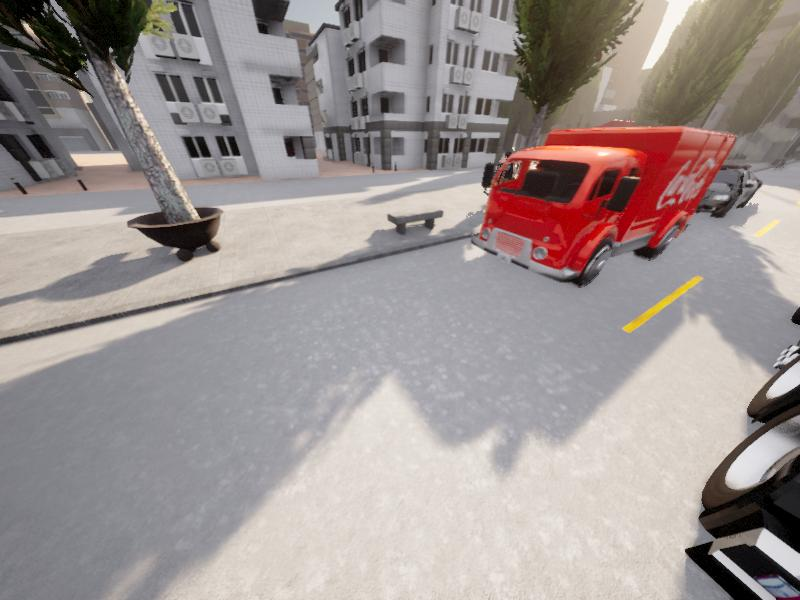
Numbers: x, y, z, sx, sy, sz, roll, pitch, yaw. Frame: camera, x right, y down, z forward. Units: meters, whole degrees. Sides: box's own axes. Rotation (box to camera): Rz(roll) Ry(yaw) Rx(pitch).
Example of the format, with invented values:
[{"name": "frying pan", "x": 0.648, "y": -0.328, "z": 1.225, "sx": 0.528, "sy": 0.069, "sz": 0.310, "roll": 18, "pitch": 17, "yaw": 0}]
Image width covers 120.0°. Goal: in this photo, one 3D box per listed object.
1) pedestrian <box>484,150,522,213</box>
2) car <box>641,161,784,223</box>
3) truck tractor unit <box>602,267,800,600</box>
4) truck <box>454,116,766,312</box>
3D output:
[{"name": "pedestrian", "x": 3.614, "y": -4.179, "z": 8.175, "sx": 0.751, "sy": 1.860, "sz": 0.751, "roll": 16, "pitch": 38, "yaw": 21}, {"name": "car", "x": 12.317, "y": -4.439, "z": 9.130, "sx": 4.974, "sy": 1.542, "sz": 2.038, "roll": -18, "pitch": 39, "yaw": -25}, {"name": "truck tractor unit", "x": 5.115, "y": -0.297, "z": 0.774, "sx": 6.516, "sy": 4.208, "sz": 3.053, "roll": -18, "pitch": 39, "yaw": -24}, {"name": "truck", "x": 4.239, "y": -2.201, "z": 5.044, "sx": 5.204, "sy": 2.467, "sz": 2.627, "roll": -18, "pitch": 39, "yaw": -25}]
